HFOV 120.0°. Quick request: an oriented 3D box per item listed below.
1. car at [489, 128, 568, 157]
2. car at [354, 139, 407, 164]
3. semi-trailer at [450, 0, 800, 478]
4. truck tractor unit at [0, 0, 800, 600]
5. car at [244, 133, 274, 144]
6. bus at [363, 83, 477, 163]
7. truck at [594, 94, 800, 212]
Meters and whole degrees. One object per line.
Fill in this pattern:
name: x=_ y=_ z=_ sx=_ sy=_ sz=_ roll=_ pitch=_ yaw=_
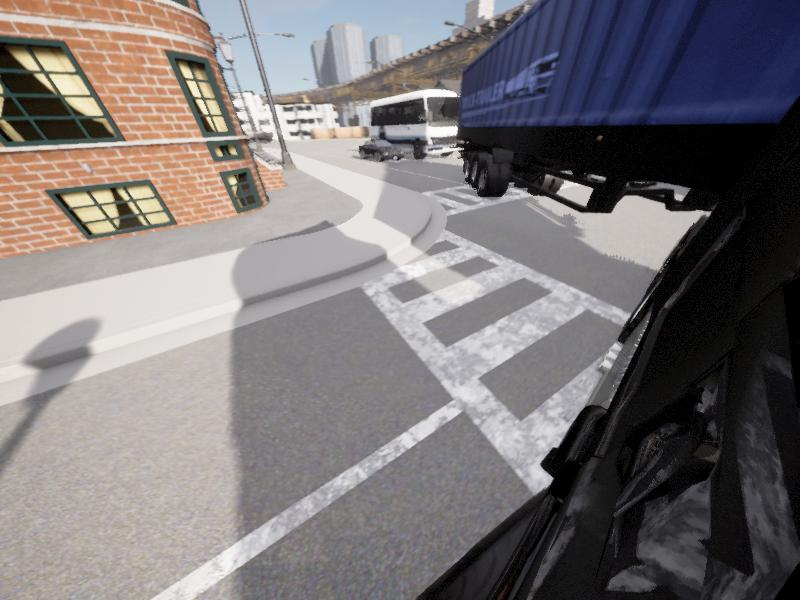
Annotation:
car: x=10.136 y=-12.874 z=18.811 sx=1.930 sy=1.638 sz=5.238 roll=-20 pitch=40 yaw=-22
car: x=-1.713 y=-12.190 z=18.798 sx=2.033 sy=1.411 sz=5.357 roll=-21 pitch=41 yaw=-23
semi-trailer: x=4.144 y=-4.766 z=6.036 sx=2.717 sy=4.402 sz=14.254 roll=-1 pitch=37 yaw=1
truck tractor unit: x=2.645 y=-0.295 z=0.351 sx=6.516 sy=4.208 sz=3.053 roll=-28 pitch=44 yaw=-30
car: x=-35.012 y=-40.239 z=57.553 sx=5.566 sy=2.045 sz=2.150 roll=-4 pitch=37 yaw=-2
bus: x=0.978 y=-14.891 z=19.857 sx=3.944 sy=4.253 sz=10.273 roll=-21 pitch=41 yaw=-23
truck: x=10.417 y=-4.879 z=7.466 sx=2.627 sy=2.467 sz=5.204 roll=-21 pitch=40 yaw=-23
